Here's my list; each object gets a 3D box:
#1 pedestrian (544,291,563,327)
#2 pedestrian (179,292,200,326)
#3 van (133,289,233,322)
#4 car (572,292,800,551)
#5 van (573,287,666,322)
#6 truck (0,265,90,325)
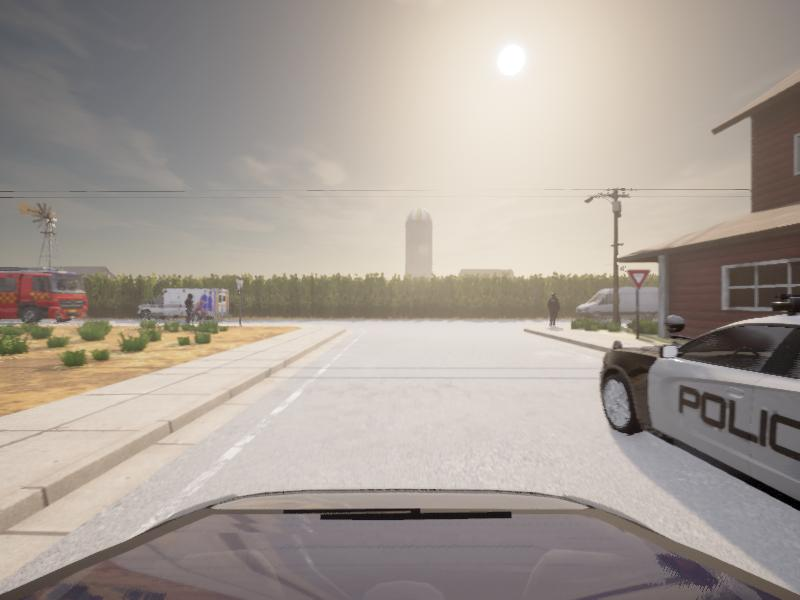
[{"bbox_3d":[8.174,0.481,21.287,0.751,1.860,0.751,0,0,35],"label":"pedestrian"},{"bbox_3d":[-11.981,0.504,22.785,0.751,1.860,0.751,0,0,7],"label":"pedestrian"},{"bbox_3d":[-16.432,0.394,30.521,6.366,2.431,2.351,0,0,1],"label":"van"},{"bbox_3d":[3.502,0.769,3.267,1.930,1.638,5.238,0,0,0],"label":"car"},{"bbox_3d":[16.347,0.338,30.026,5.915,2.561,1.988,0,0,1],"label":"van"},{"bbox_3d":[-26.400,-0.304,27.171,8.468,3.827,2.891,0,0,1],"label":"truck"}]
